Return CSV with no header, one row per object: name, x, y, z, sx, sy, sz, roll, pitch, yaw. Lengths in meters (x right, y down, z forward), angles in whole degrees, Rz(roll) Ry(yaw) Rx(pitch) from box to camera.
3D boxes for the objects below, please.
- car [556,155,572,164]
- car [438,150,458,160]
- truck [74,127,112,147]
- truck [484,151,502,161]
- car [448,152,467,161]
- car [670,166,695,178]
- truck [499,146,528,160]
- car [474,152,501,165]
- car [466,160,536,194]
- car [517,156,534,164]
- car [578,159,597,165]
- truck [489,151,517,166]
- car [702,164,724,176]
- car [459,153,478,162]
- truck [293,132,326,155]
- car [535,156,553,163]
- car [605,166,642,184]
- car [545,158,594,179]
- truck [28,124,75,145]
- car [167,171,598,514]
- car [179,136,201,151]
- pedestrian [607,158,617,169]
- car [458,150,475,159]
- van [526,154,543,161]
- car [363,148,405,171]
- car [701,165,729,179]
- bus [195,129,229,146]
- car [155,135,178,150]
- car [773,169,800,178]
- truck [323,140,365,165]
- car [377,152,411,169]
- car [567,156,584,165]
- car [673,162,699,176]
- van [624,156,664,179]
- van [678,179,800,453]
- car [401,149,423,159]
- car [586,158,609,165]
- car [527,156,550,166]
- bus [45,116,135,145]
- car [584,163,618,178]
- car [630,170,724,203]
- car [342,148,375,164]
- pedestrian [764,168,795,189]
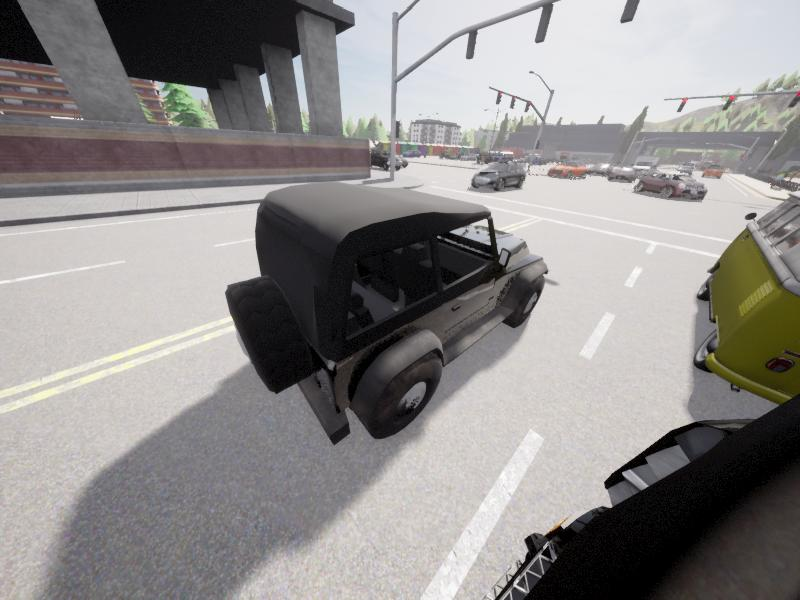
car,44.854,-38.369,63.172,3.866,1.878,1.905,-24,42,-35
car,11.094,-33.498,53.277,4.605,1.855,1.932,-24,42,-35
truck,-51.751,-27.608,39.112,2.615,2.467,5.204,-24,42,-35
truck,24.212,-37.523,60.161,4.478,2.038,2.069,-24,42,-35
car,12.890,-32.163,51.781,3.905,1.438,1.784,-24,42,-35
car,47.208,-21.430,38.541,5.357,1.411,2.033,-25,42,-35
truck,41.494,-53.776,84.640,2.891,3.827,8.468,-23,41,-33
car,15.569,-25.149,41.035,4.605,1.855,1.932,-24,42,-35
car,6.879,-8.429,15.640,4.856,1.649,2.033,-24,42,-35
car,29.940,-33.446,55.060,3.806,1.475,1.970,-24,42,-35
car,57.010,-41.898,70.124,1.970,1.475,3.806,-24,42,-34
truck,17.533,-23.981,39.253,4.478,2.038,2.069,-24,42,-35
car,63.708,-26.554,47.077,3.866,1.878,1.905,-24,42,-35
car,14.795,-30.866,50.029,3.806,1.475,1.970,-24,42,-35
truck,-19.122,-33.071,48.772,2.891,3.827,8.468,-25,42,-35
car,38.217,-37.187,61.311,5.357,1.415,2.033,-24,42,-35
car,24.070,-13.470,24.819,4.181,1.385,1.994,-26,43,-36
car,18.529,-14.344,25.304,4.553,1.767,2.097,-15,37,-26
truck,-54.986,-26.147,36.666,2.615,2.467,5.204,-24,42,-35
car,0.274,-0.350,2.783,3.866,1.878,1.905,-24,42,-35
car,-35.281,-26.260,38.795,1.905,1.878,3.866,-24,42,-35
pedestrian,44.284,-28.496,48.227,0.751,1.860,0.751,-26,43,-36
car,18.752,-41.030,65.204,4.605,1.855,1.932,-24,42,-35
van,48.293,-51.274,83.012,2.069,2.038,4.480,-23,41,-33
car,-1.824,-15.035,24.668,1.932,1.855,4.605,-25,42,-35
car,53.147,-21.727,39.081,4.553,1.767,2.097,-24,42,-35
bus,-64.559,-55.885,79.318,10.273,4.253,3.944,20,37,24
car,-37.488,-25.263,37.127,1.905,1.878,3.866,-24,42,-35
car,90.346,-28.712,52.638,1.801,1.575,5.366,-24,42,-35
truck,-7.123,-18.774,29.361,2.627,2.467,5.204,-25,42,-35
car,-0.824,-17.120,28.247,1.816,1.474,4.193,-25,42,-35
car,46.720,-37.083,61.370,4.605,1.855,1.932,-24,42,-35
car,52.887,-24.287,42.692,5.566,2.045,2.150,-24,42,-35
van,33.858,-18.397,32.027,6.366,2.431,2.351,-24,42,-35
van,5.427,-0.147,2.780,4.442,1.987,1.775,-24,42,-35
car,2.694,-33.641,53.165,4.611,1.667,2.242,-24,42,-35
car,62.795,-44.017,73.523,2.033,1.649,4.856,-23,42,-34
car,28.814,-28.860,47.934,4.611,1.667,2.242,-24,42,-35
bus,-65.296,-36.014,49.423,10.273,4.253,3.944,-24,42,-35
car,26.998,-17.479,30.982,4.792,1.488,2.163,-24,42,-35
car,18.638,-7.913,15.889,1.970,1.475,3.806,6,34,5
car,-5.932,-20.548,32.873,1.930,1.638,5.238,-25,42,-35
pedestrian,38.777,-12.450,23.633,0.751,1.860,0.751,-25,42,-35
